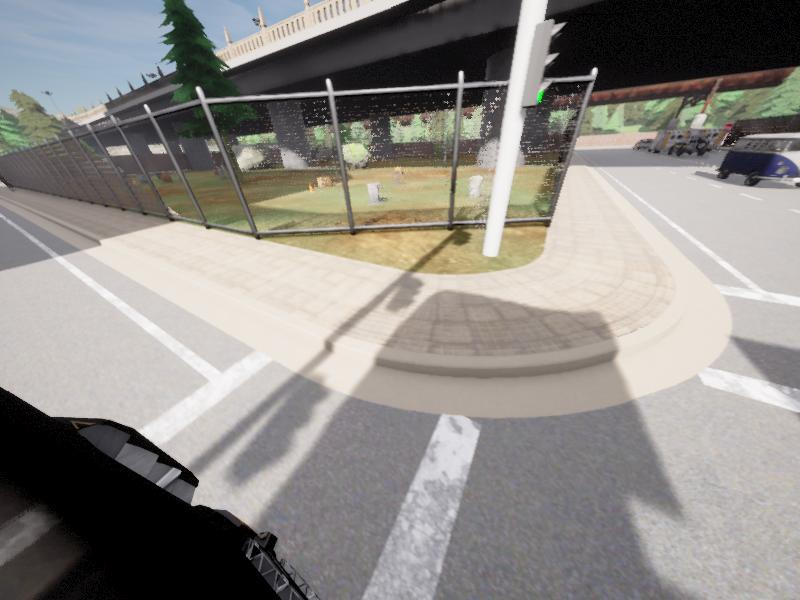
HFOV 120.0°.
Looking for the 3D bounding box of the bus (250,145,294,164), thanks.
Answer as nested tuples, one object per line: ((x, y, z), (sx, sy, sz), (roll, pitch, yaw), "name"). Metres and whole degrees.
((-38.861, -44.348, 70.480), (3.944, 4.253, 10.273), (26, 43, 37), "bus")

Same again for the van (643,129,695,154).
((35.370, -21.006, 30.689), (2.351, 2.431, 6.366), (16, 38, 26), "van")

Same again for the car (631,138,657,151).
((41.023, -26.294, 38.965), (1.851, 1.617, 3.988), (16, 38, 26), "car")

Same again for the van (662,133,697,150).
((42.794, -24.358, 35.546), (1.775, 1.987, 4.442), (16, 38, 26), "van")

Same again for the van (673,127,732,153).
((39.191, -20.947, 30.284), (2.351, 2.431, 6.366), (16, 38, 26), "van")

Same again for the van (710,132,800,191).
((17.062, -6.394, 10.499), (1.775, 1.987, 4.442), (16, 38, 26), "van")

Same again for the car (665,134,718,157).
((31.307, -16.706, 25.019), (1.932, 1.855, 4.605), (16, 38, 26), "car")

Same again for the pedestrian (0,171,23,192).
((-40.160, -12.105, 23.570), (0.751, 1.860, 0.751), (2, 34, 8), "pedestrian")
